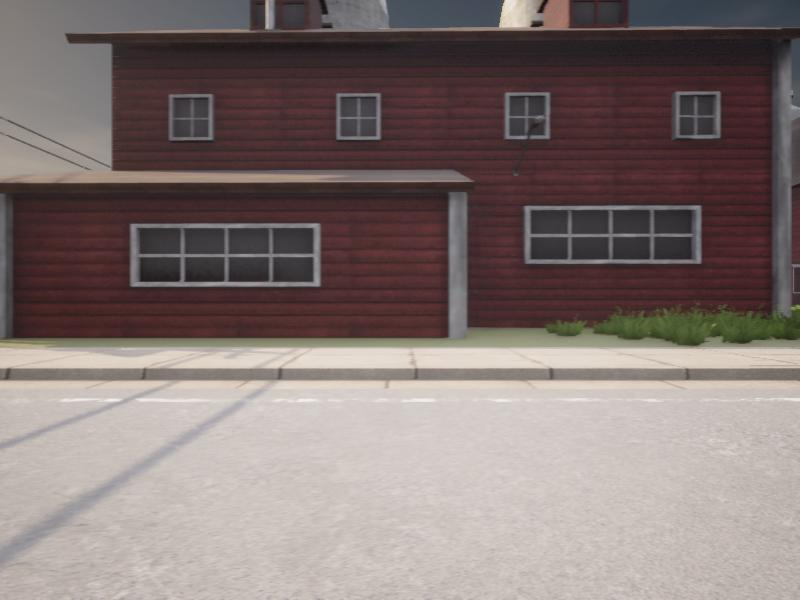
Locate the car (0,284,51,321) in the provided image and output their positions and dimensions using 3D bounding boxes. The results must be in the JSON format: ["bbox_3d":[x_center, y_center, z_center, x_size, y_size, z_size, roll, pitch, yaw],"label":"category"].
[{"bbox_3d":[-19.920,0.125,19.315,2.097,1.767,4.553,0,0,1],"label":"car"}]
